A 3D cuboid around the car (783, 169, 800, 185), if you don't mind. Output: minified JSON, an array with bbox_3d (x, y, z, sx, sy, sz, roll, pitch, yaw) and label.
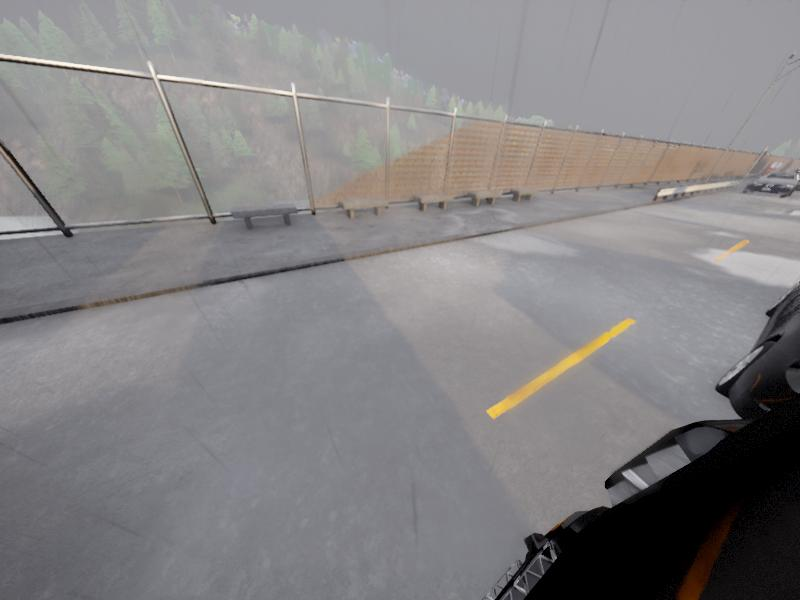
[{"bbox_3d":[50.942,-15.344,28.897,4.611,1.667,2.242,-16,38,-26],"label":"car"}]

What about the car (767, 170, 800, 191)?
[{"bbox_3d":[40.206,-12.222,23.515,4.856,1.649,2.033,-16,38,-26],"label":"car"}]

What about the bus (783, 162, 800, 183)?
[{"bbox_3d":[61.111,-19.270,33.147,10.273,4.253,3.944,-16,38,-26],"label":"bus"}]

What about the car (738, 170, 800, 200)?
[{"bbox_3d":[29.363,-9.086,18.072,5.027,1.651,2.152,-16,38,-26],"label":"car"}]

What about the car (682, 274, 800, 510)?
[{"bbox_3d":[5.344,0.461,2.185,5.008,1.535,1.882,-16,38,-26],"label":"car"}]
